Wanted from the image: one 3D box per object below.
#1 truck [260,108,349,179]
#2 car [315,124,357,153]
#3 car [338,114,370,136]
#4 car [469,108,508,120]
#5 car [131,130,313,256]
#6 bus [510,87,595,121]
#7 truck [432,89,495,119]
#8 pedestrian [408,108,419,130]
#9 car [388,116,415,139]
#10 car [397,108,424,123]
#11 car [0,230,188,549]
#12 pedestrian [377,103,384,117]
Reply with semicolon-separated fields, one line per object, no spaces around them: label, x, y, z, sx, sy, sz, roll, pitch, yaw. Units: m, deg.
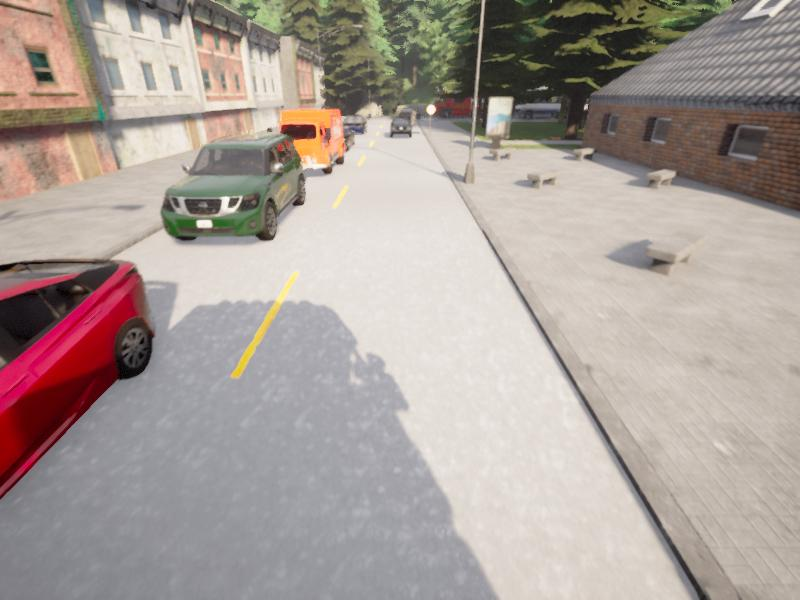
truck;-3.971;-7.191;17.961;2.627;2.467;5.204;0;27;0
car;-3.943;-10.302;25.327;1.895;1.301;4.718;0;27;0
car;-3.923;-15.335;34.952;2.163;1.488;4.792;0;27;0
car;12.173;-25.805;55.475;4.892;1.490;1.837;1;27;0
car;-4.000;-3.120;10.476;2.150;2.045;5.566;0;27;0
bus;21.994;-28.530;58.307;10.273;4.253;3.944;0;27;0
truck;9.127;-28.576;58.359;8.468;3.827;2.891;-2;28;-5
pedestrian;1.328;-17.829;39.385;0.751;1.860;0.751;-15;31;-27
car;0.075;-14.313;33.076;2.033;1.411;5.357;0;27;0
car;1.454;-23.871;51.643;1.837;1.490;4.892;10;29;20
car;-3.997;0.848;3.298;2.007;1.525;4.514;0;27;0
pedestrian;-2.864;-27.808;58.622;0.751;1.860;0.751;-11;29;-21
